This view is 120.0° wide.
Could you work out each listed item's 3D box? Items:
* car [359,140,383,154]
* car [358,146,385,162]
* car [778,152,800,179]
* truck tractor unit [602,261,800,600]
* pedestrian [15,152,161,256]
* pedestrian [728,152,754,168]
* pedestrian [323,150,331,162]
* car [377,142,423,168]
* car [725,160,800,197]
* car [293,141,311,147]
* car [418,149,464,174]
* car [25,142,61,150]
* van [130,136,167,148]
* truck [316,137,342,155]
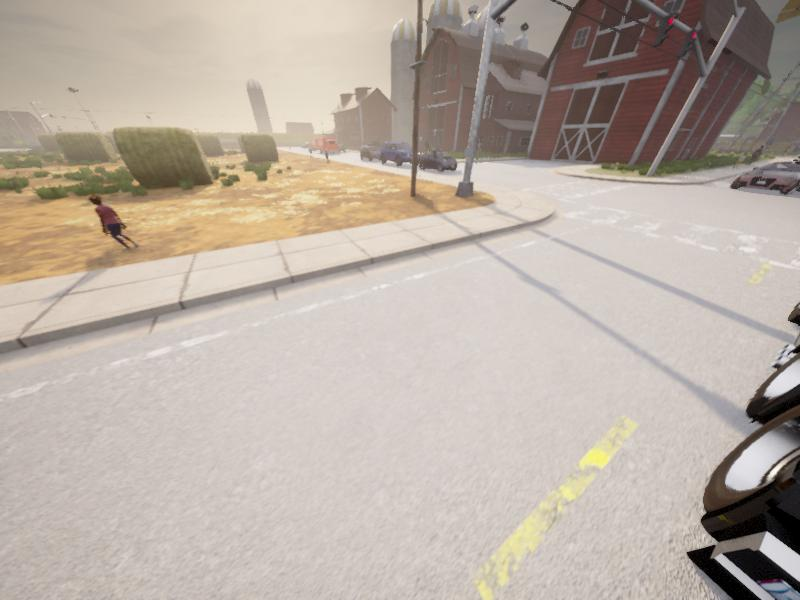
[{"bbox_3d":[-5.389,-28.849,43.450,3.866,1.878,1.905,8,41,14],"label":"car"},{"bbox_3d":[-3.624,-18.525,29.196,1.789,1.549,3.705,-19,39,-26],"label":"car"},{"bbox_3d":[32.269,-10.539,18.004,5.238,1.638,1.930,-18,39,-25],"label":"car"},{"bbox_3d":[5.107,-0.305,0.787,6.516,4.208,3.053,-18,39,-24],"label":"truck tractor unit"},{"bbox_3d":[-6.157,-1.932,4.762,0.751,1.860,0.751,-1,35,-2],"label":"pedestrian"},{"bbox_3d":[32.522,-13.353,22.041,0.751,1.300,0.751,-18,39,-25],"label":"pedestrian"},{"bbox_3d":[-7.812,-15.463,24.847,0.500,1.100,0.500,-18,39,-25],"label":"pedestrian"},{"bbox_3d":[-0.161,-15.482,24.422,2.150,2.045,5.566,-19,39,-25],"label":"car"},{"bbox_3d":[20.807,-6.791,12.751,4.181,1.385,1.994,-15,38,-21],"label":"car"},{"bbox_3d":[-33.410,-53.212,78.811,4.974,1.542,2.038,-18,39,-25],"label":"car"},{"bbox_3d":[3.362,-11.953,19.824,1.845,1.501,3.633,-19,39,-25],"label":"car"},{"bbox_3d":[-80.835,-35.051,52.414,1.970,1.475,3.806,0,34,0],"label":"car"},{"bbox_3d":[-67.304,-42.339,62.012,5.915,2.561,1.988,-18,39,-24],"label":"van"},{"bbox_3d":[-12.616,-27.350,40.987,2.627,2.467,5.204,-19,39,-25],"label":"truck"}]
